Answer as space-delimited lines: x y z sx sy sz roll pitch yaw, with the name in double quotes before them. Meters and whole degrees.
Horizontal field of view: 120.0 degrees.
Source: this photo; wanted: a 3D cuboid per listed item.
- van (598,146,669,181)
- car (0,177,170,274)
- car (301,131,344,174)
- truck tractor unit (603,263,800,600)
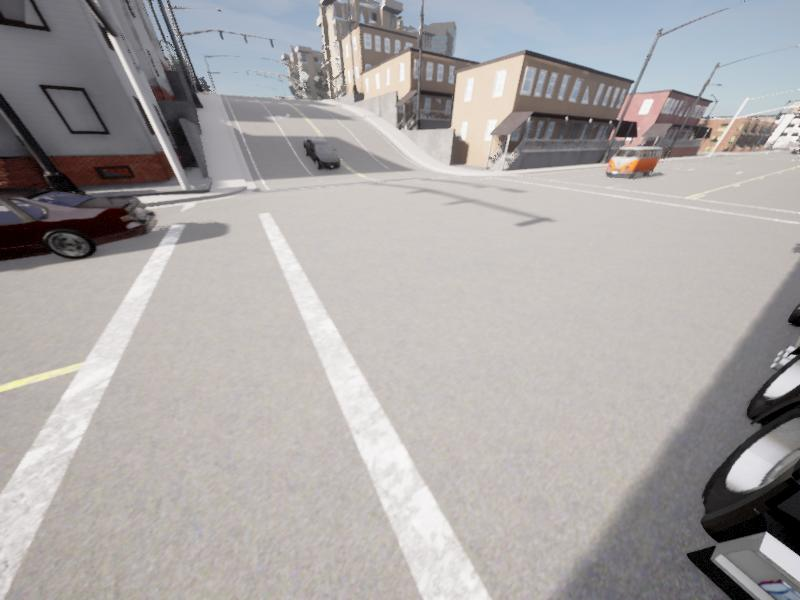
"van" 17.463 -10.313 17.300 4.442 1.987 1.775 -18 39 -24
"car" -8.868 -1.530 4.907 5.357 1.411 2.033 -20 40 -27
"car" -6.576 -12.487 19.436 1.882 1.535 5.008 -19 55 -25
"truck tractor unit" 5.109 -0.299 0.796 6.516 4.208 3.053 -18 39 -24
